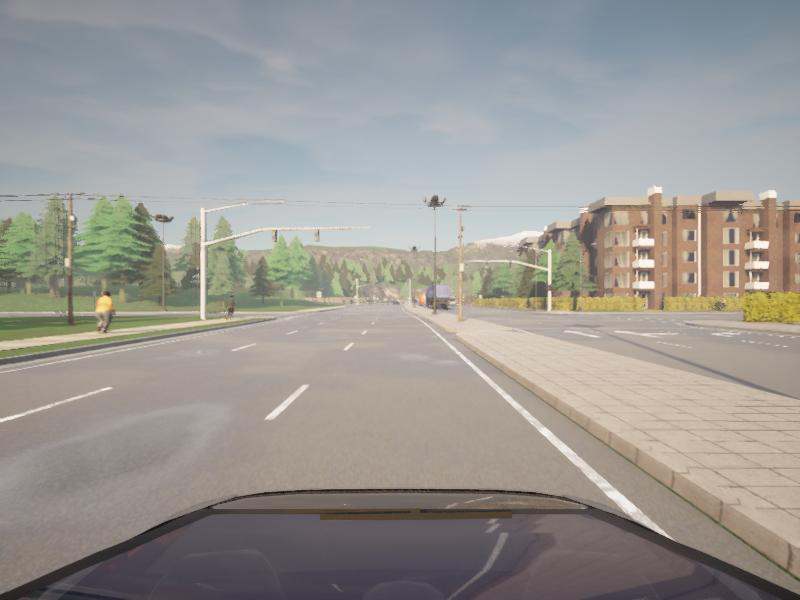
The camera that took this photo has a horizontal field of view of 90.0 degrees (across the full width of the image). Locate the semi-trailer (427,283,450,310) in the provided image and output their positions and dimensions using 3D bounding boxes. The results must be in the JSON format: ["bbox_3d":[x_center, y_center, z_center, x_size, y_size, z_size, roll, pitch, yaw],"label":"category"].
[{"bbox_3d":[6.763,-0.618,71.994,2.717,4.402,14.254,0,0,0],"label":"semi-trailer"}]

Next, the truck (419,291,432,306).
[{"bbox_3d":[6.753,-0.320,107.370,2.891,3.827,8.468,0,0,0],"label":"truck"}]

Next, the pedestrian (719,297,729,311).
[{"bbox_3d":[42.480,0.485,52.450,0.751,1.860,0.751,0,0,0],"label":"pedestrian"}]

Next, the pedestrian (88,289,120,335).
[{"bbox_3d":[-12.232,0.485,16.546,0.751,1.860,0.751,0,0,1],"label":"pedestrian"}]

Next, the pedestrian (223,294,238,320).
[{"bbox_3d":[-11.989,0.485,28.306,0.751,1.860,0.751,0,0,2],"label":"pedestrian"}]
